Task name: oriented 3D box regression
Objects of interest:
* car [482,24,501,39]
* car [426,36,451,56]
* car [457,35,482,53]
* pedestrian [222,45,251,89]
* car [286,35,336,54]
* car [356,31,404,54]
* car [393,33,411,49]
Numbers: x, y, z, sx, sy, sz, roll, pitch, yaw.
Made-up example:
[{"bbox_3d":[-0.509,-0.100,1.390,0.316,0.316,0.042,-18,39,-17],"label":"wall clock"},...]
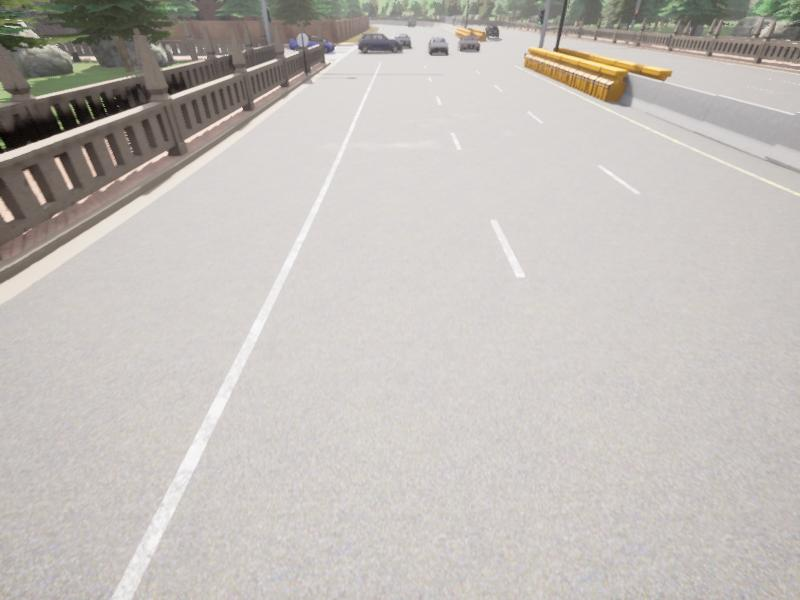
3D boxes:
[{"bbox_3d":[14.444,-42.567,63.395,1.932,1.855,4.605,0,36,0],"label":"car"},{"bbox_3d":[3.734,-25.105,39.484,2.033,1.411,5.357,0,36,0],"label":"car"},{"bbox_3d":[7.255,-27.053,42.219,1.994,1.385,4.181,0,36,0],"label":"car"},{"bbox_3d":[-8.260,-11.795,20.245,0.751,1.860,0.751,1,36,2],"label":"pedestrian"},{"bbox_3d":[-8.844,-25.672,40.166,4.514,1.525,2.007,-1,36,-1],"label":"car"},{"bbox_3d":[-2.054,-26.259,40.751,4.553,1.767,2.097,-5,36,-7],"label":"car"},{"bbox_3d":[0.293,-30.142,46.525,1.994,1.385,4.181,0,36,0],"label":"car"}]
